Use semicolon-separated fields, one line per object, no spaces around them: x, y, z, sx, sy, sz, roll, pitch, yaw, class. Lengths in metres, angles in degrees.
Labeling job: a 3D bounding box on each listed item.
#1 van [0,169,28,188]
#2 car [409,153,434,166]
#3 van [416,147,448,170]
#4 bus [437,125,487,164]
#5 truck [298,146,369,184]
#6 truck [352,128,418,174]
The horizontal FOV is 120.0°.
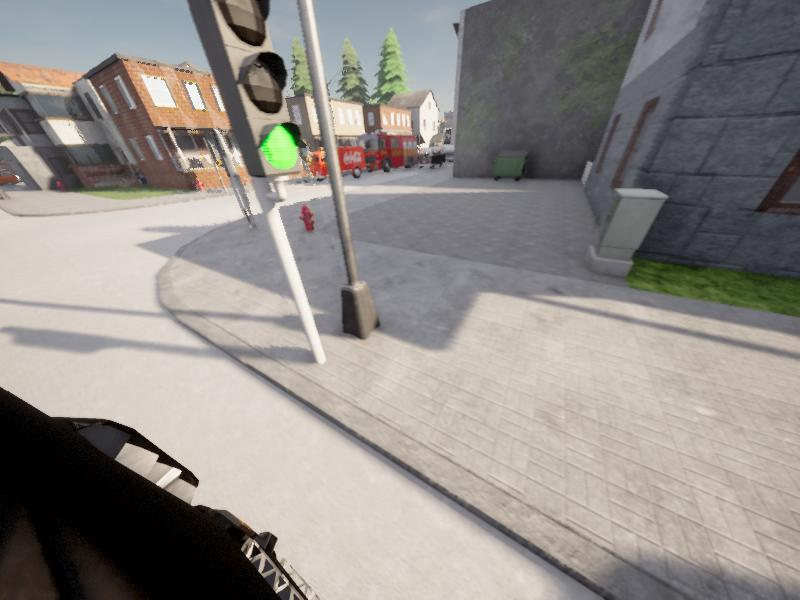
-52.384;-15.479;29.559;1.775;1.987;4.442;16;37;26;van
3.198;-20.264;33.215;1.994;1.385;4.181;15;37;25;car
3.776;-16.729;27.201;2.069;2.038;4.480;16;38;26;van
9.576;-23.556;35.107;3.944;4.253;10.273;16;38;26;bus
-5.548;-11.866;20.139;2.627;2.467;5.204;18;39;28;truck
-1.214;-16.929;26.257;2.891;3.827;8.468;16;38;27;truck
